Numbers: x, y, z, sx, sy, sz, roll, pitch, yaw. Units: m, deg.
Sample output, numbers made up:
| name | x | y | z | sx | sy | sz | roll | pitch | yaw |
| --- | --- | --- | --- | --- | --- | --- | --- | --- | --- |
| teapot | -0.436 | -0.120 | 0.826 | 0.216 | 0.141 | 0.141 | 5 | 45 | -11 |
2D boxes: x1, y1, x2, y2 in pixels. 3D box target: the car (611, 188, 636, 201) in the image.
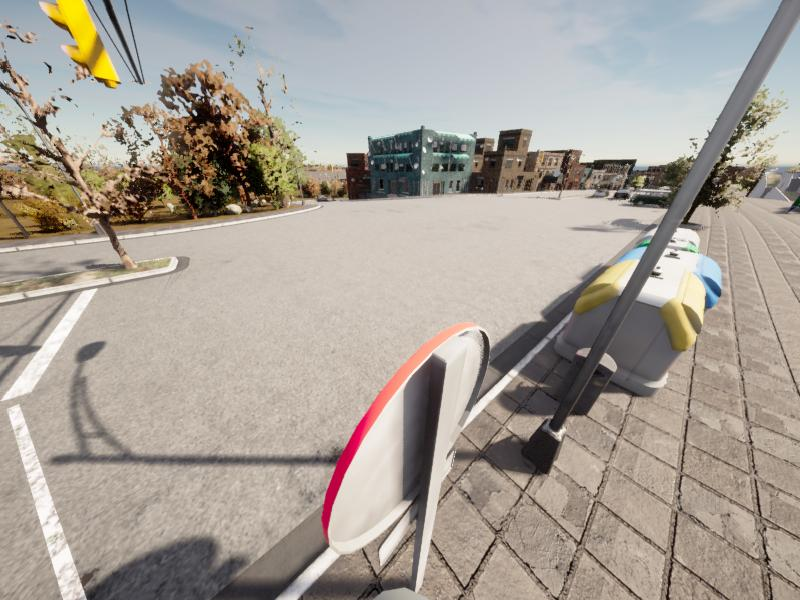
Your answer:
| name | x | y | z | sx | sy | sz | roll | pitch | yaw |
| --- | --- | --- | --- | --- | --- | --- | --- | --- | --- |
| car | 38.756 | -18.353 | 40.074 | 5.238 | 1.638 | 1.930 | -21 | 36 | -35 |

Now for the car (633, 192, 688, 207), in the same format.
| name | x | y | z | sx | sy | sz | roll | pitch | yaw |
| --- | --- | --- | --- | --- | --- | --- | --- | --- | --- |
| car | 36.754 | -14.328 | 32.812 | 4.674 | 1.452 | 2.002 | 17 | 33 | 25 |

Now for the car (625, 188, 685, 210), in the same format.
| name | x | y | z | sx | sy | sz | roll | pitch | yaw |
| --- | --- | --- | --- | --- | --- | --- | --- | --- | --- |
| car | 32.099 | -12.864 | 29.311 | 4.442 | 1.987 | 1.878 | 17 | 33 | 25 |

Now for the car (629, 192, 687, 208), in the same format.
| name | x | y | z | sx | sy | sz | roll | pitch | yaw |
| --- | --- | --- | --- | --- | --- | --- | --- | --- | --- |
| car | 34.472 | -13.468 | 31.109 | 4.674 | 1.452 | 2.002 | 17 | 32 | 25 |

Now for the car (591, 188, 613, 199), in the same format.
| name | x | y | z | sx | sy | sz | roll | pitch | yaw |
| --- | --- | --- | --- | --- | --- | --- | --- | --- | --- |
| car | 36.744 | -19.421 | 42.027 | 3.988 | 1.617 | 1.851 | -21 | 36 | -35 |

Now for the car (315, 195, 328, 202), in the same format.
| name | x | y | z | sx | sy | sz | roll | pitch | yaw |
| --- | --- | --- | --- | --- | --- | --- | --- | --- | --- |
| car | -18.303 | -23.649 | 53.807 | 2.038 | 1.542 | 4.974 | -14 | 27 | -22 |
